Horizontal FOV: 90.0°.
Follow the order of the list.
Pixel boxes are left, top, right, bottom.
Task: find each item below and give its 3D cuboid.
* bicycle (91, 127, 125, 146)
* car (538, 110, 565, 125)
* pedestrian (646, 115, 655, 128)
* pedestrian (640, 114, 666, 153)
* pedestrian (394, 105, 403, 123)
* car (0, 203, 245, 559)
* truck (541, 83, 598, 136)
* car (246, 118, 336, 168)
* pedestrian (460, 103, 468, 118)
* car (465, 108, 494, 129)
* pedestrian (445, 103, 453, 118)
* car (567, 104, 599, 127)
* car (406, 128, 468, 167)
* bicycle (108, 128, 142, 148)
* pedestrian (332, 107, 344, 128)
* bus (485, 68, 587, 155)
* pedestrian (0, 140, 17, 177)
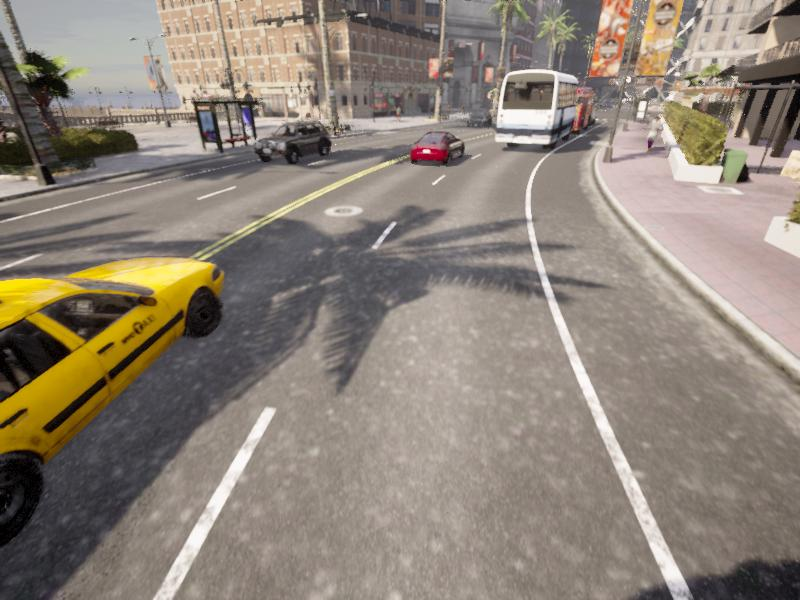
[{"bbox_3d":[-19.398,-10.876,26.604,0.373,1.024,1.643,14,30,26],"label":"bicycle"},{"bbox_3d":[17.553,-21.119,46.221,1.994,1.385,4.181,14,31,26],"label":"car"},{"bbox_3d":[23.617,-16.826,37.698,0.500,1.100,0.500,14,31,26],"label":"pedestrian"},{"bbox_3d":[13.805,-9.079,21.827,0.751,1.860,0.751,14,31,26],"label":"pedestrian"},{"bbox_3d":[-0.134,-21.782,46.734,0.751,1.860,0.751,17,32,31],"label":"pedestrian"},{"bbox_3d":[-3.713,0.484,4.001,1.801,1.575,5.366,2,27,4],"label":"car"},{"bbox_3d":[15.339,-17.208,35.912,2.891,3.827,8.468,14,31,26],"label":"truck"},{"bbox_3d":[-5.435,-8.281,20.782,1.932,1.855,4.605,10,30,20],"label":"car"},{"bbox_3d":[8.943,-26.638,56.138,0.751,1.860,0.751,-24,36,-39],"label":"pedestrian"},{"bbox_3d":[8.292,-18.914,41.527,2.097,1.767,4.553,9,28,17],"label":"car"},{"bbox_3d":[6.753,-26.227,55.354,0.751,1.860,0.751,20,33,34],"label":"pedestrian"},{"bbox_3d":[20.156,-20.292,43.843,2.150,2.045,5.566,14,31,26],"label":"car"},{"bbox_3d":[2.014,-7.954,20.655,1.994,1.385,4.181,10,29,19],"label":"car"},{"bbox_3d":[-17.639,-10.437,25.732,0.373,1.024,1.643,14,30,26],"label":"bicycle"},{"bbox_3d":[-6.101,-17.909,39.225,0.751,1.860,0.751,10,29,20],"label":"pedestrian"},{"bbox_3d":[9.289,-12.587,26.482,3.944,4.253,10.273,13,30,25],"label":"bus"},{"bbox_3d":[-16.361,-5.689,16.075,0.751,1.300,0.751,9,29,18],"label":"pedestrian"}]
